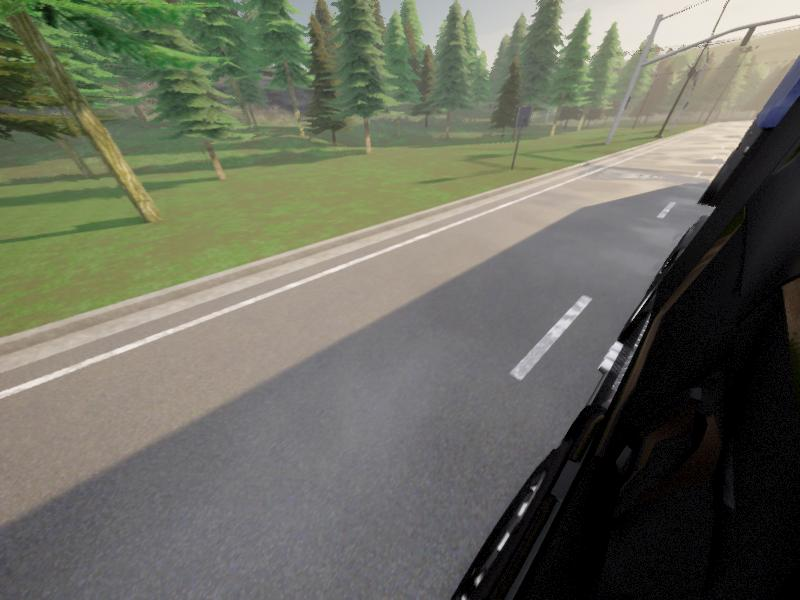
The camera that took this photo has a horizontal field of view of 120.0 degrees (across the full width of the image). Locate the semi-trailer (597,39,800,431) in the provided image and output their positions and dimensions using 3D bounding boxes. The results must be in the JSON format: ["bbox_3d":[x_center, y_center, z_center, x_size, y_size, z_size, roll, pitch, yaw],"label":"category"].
[{"bbox_3d":[8.710,-3.597,4.217,14.254,4.402,2.717,-28,44,-30],"label":"semi-trailer"}]

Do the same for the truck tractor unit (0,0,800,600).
[{"bbox_3d":[2.645,-0.295,0.351,6.516,4.208,3.053,-28,44,-30],"label":"truck tractor unit"}]

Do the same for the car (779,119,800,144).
[{"bbox_3d":[32.341,-13.078,17.797,3.705,1.549,1.789,-13,38,-14],"label":"car"}]
